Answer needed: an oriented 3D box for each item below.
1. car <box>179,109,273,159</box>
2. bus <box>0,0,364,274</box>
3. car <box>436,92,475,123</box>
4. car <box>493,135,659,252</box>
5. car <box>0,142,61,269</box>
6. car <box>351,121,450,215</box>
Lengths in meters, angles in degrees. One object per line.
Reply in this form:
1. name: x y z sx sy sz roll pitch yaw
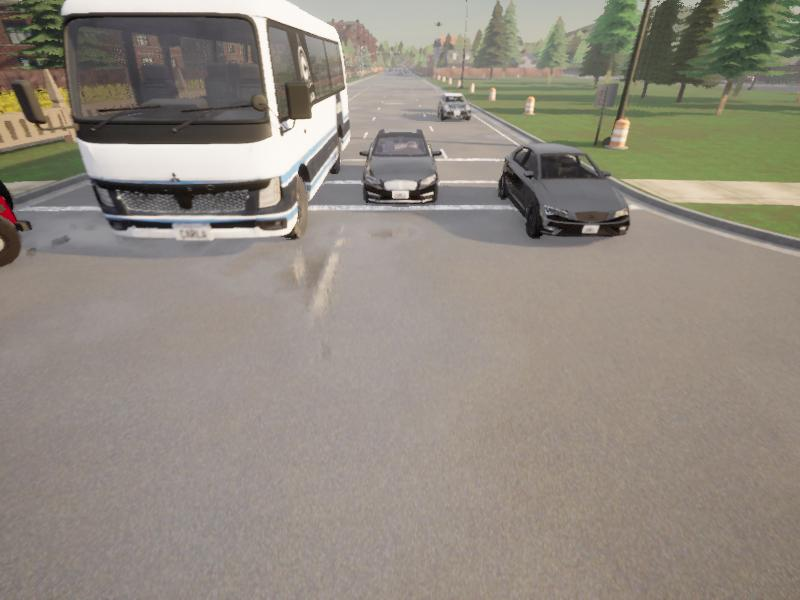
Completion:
1. car: -6.992 -7.007 16.636 1.994 1.385 4.181 0 30 0
2. bus: -3.372 -4.900 10.167 3.944 4.253 10.273 0 31 0
3. car: 3.509 -12.620 26.133 1.970 1.475 3.806 0 30 0
4. car: 3.508 -2.611 9.009 1.816 1.474 4.193 0 30 0
5. car: -8.099 -1.073 5.958 1.905 1.878 3.866 11 33 18
6. car: 0.015 -3.879 11.144 2.128 1.511 4.902 0 30 0
